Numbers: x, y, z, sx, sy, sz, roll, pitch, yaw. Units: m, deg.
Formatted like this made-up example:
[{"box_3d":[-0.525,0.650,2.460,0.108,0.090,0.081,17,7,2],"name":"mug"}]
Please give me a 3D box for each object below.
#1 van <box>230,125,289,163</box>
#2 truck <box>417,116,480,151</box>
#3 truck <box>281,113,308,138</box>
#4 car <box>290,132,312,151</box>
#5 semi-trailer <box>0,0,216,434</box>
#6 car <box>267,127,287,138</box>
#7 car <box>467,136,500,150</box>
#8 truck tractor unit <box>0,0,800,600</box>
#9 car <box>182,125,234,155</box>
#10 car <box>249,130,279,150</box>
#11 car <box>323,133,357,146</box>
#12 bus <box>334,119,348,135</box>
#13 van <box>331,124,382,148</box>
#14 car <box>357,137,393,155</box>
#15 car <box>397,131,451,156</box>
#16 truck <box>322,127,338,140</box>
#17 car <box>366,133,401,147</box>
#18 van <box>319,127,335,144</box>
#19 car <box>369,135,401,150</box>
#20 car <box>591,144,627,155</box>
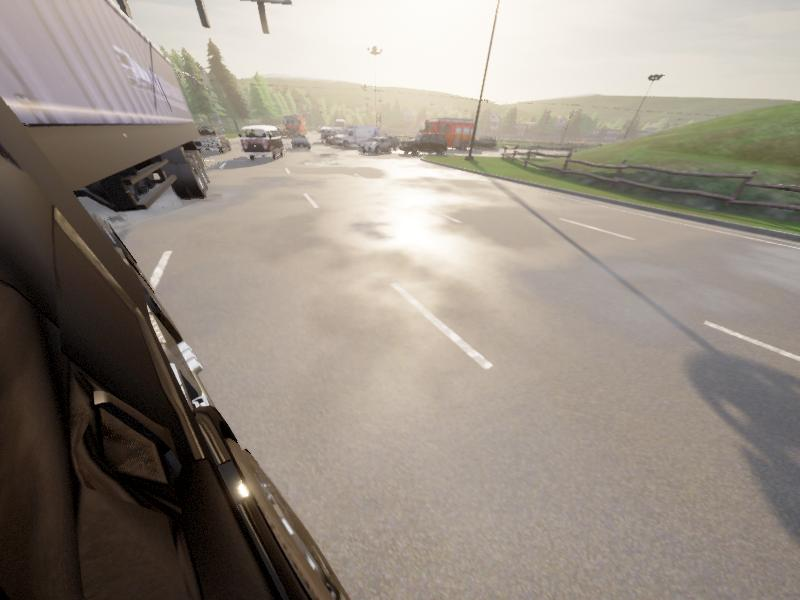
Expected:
[{"box_3d":[-9.939,-11.461,16.866,2.069,2.038,4.480,-6,37,-9],"name":"van"},{"box_3d":[7.184,-25.209,35.144,8.468,3.827,2.891,-4,37,-9],"name":"truck"},{"box_3d":[-21.867,-36.568,48.632,2.891,3.827,8.468,-3,37,-8],"name":"truck"},{"box_3d":[-10.831,-17.320,25.229,1.816,1.474,4.193,-10,38,-17],"name":"car"},{"box_3d":[-7.139,-4.327,5.343,2.717,4.402,14.254,-18,41,-25],"name":"semi-trailer"},{"box_3d":[-25.023,-34.226,47.104,2.152,1.651,5.027,-4,37,-9],"name":"car"},{"box_3d":[14.329,-26.995,39.681,4.605,1.855,1.932,-4,37,-9],"name":"car"},{"box_3d":[-2.645,-0.295,0.351,6.516,4.208,3.053,28,44,30],"name":"truck tractor unit"},{"box_3d":[-15.581,-13.268,19.077,1.932,1.855,4.605,-12,39,-18],"name":"car"},{"box_3d":[-14.267,-16.974,24.479,1.882,1.535,5.008,-10,38,-16],"name":"car"},{"box_3d":[-8.432,-22.798,32.911,4.181,1.385,1.994,-29,47,-36],"name":"car"},{"box_3d":[-21.054,-62.119,82.999,3.944,4.253,10.273,-3,37,-8],"name":"bus"},{"box_3d":[-5.653,-21.887,30.966,6.366,2.431,2.351,-25,45,-33],"name":"van"},{"box_3d":[-2.565,-16.485,24.641,1.970,1.475,3.806,19,39,21],"name":"car"},{"box_3d":[2.637,-17.176,25.444,5.566,2.045,2.150,-17,40,-24],"name":"car"},{"box_3d":[-14.862,-35.785,49.489,2.390,2.098,6.274,-4,37,-9],"name":"truck"},{"box_3d":[-2.551,-25.291,36.468,5.027,1.651,2.152,-11,39,-18],"name":"car"},{"box_3d":[-11.558,-26.090,36.603,2.069,2.038,4.480,-7,37,-13],"name":"van"},{"box_3d":[-1.970,-20.543,30.144,3.633,1.501,1.845,-20,41,-28],"name":"car"},{"box_3d":[39.407,-28.457,43.619,4.974,1.542,2.038,-4,37,-9],"name":"car"}]
